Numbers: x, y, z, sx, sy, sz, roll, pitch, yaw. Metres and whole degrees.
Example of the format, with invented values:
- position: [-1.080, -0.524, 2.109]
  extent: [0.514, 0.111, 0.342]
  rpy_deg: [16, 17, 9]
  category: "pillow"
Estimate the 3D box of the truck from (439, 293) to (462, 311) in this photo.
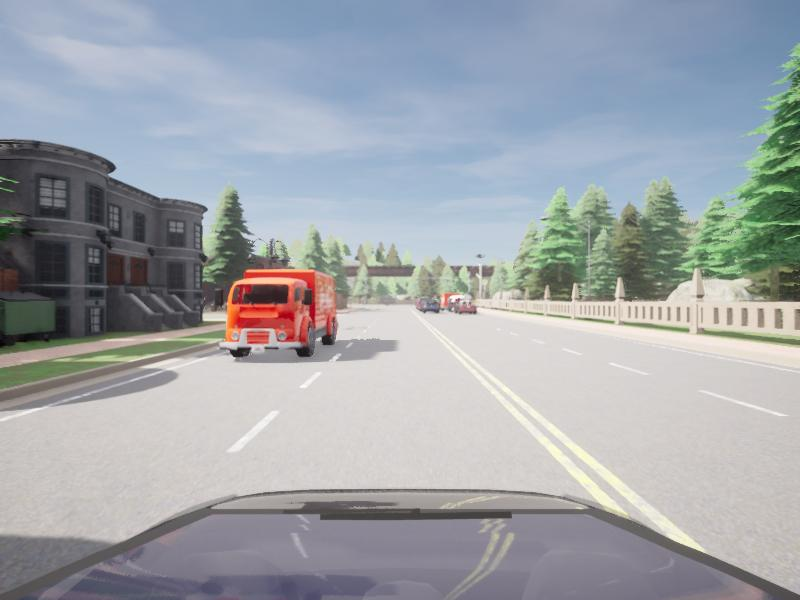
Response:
- position: [6.982, 0.292, 55.936]
  extent: [2.627, 2.467, 5.204]
  rpy_deg: [0, 0, 0]
  category: "truck"

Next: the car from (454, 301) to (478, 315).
- position: [6.984, 0.804, 42.748]
  extent: [1.970, 1.475, 3.806]
  rpy_deg: [0, 0, 0]
  category: "car"

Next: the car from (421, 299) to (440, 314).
- position: [3.484, 0.735, 45.757]
  extent: [1.851, 1.617, 3.988]
  rpy_deg: [0, 0, 0]
  category: "car"

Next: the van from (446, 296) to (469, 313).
- position: [6.982, 0.515, 48.997]
  extent: [2.069, 2.038, 4.480]
  rpy_deg: [0, 0, 0]
  category: "van"

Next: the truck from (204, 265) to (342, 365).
- position: [-3.507, 0.329, 12.456]
  extent: [2.627, 2.467, 5.204]
  rpy_deg: [0, 1, 0]
  category: "truck"
